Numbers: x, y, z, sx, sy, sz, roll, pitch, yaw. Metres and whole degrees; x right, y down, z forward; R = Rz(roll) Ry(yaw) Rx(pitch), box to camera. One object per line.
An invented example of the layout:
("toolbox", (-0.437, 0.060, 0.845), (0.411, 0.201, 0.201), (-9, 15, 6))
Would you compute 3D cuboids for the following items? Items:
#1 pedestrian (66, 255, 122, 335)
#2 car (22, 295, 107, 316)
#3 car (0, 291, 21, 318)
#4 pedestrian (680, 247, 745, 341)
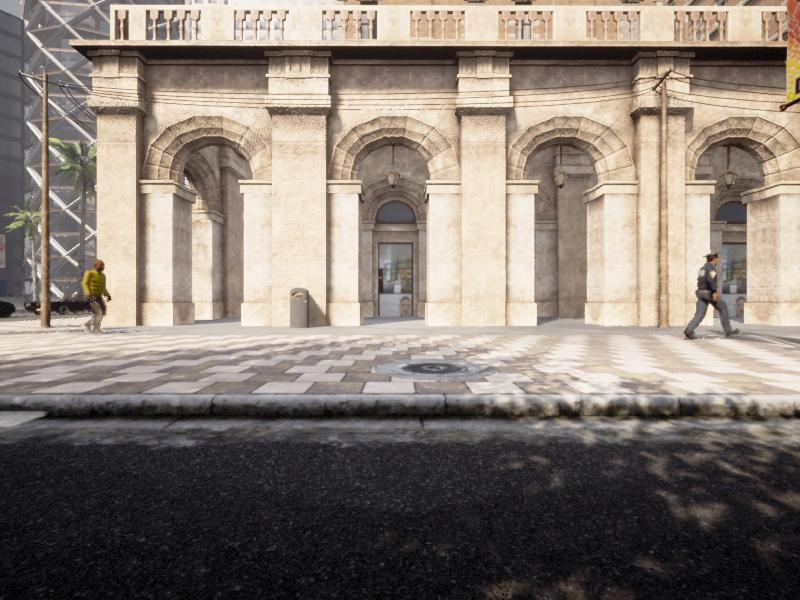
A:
("pedestrian", (-7.299, -0.116, 9.577), (0.751, 1.860, 0.751), (0, 0, 0))
("car", (-23.035, 0.340, 27.750), (1.895, 1.301, 4.718), (0, 0, 0))
("car", (-23.029, 0.251, 21.246), (1.816, 1.474, 4.193), (0, 0, 0))
("pedestrian", (6.412, -0.114, 8.252), (0.751, 1.860, 0.751), (0, 0, 2))
